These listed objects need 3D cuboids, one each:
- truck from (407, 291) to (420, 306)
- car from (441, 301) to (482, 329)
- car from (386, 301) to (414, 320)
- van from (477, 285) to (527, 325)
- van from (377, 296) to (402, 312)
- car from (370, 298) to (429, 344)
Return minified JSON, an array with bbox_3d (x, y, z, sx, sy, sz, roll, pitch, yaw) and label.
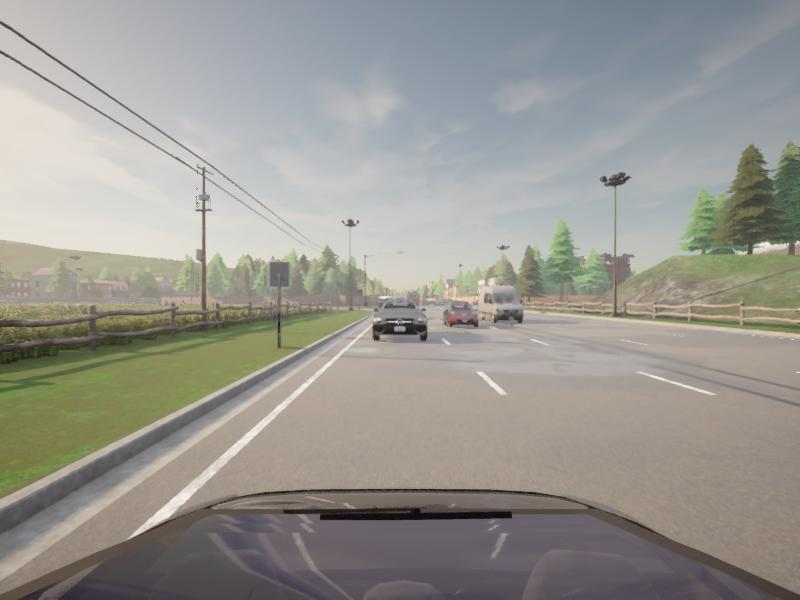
[{"bbox_3d":[3.450,-0.385,104.418,2.891,3.827,8.468,0,0,0],"label":"truck"},{"bbox_3d":[3.488,0.813,23.323,1.845,1.501,3.633,0,0,0],"label":"car"},{"bbox_3d":[-0.017,0.831,33.260,2.163,1.488,4.792,0,0,0],"label":"car"},{"bbox_3d":[7.097,0.305,28.507,1.988,2.561,5.915,0,0,0],"label":"van"},{"bbox_3d":[-1.455,0.543,53.028,2.069,2.038,4.480,1,-1,-18],"label":"van"},{"bbox_3d":[-0.008,0.771,17.082,2.152,1.651,5.027,0,0,0],"label":"car"}]
